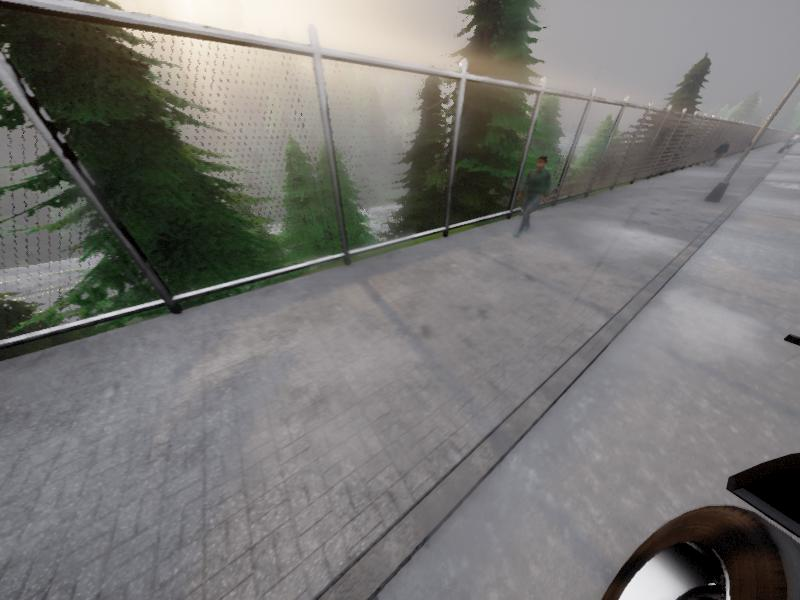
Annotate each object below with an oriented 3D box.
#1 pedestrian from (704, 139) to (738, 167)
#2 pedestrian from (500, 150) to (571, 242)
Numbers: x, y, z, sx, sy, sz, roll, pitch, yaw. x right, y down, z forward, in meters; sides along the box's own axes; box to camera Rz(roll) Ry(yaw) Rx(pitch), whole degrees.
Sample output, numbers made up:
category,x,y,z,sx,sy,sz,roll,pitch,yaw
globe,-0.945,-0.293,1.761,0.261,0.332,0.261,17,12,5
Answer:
category,x,y,z,sx,sy,sz,roll,pitch,yaw
pedestrian,26.107,-11.938,18.809,0.751,1.860,0.751,-21,40,-26
pedestrian,3.175,-2.479,5.567,0.751,1.860,0.751,-27,43,-32
